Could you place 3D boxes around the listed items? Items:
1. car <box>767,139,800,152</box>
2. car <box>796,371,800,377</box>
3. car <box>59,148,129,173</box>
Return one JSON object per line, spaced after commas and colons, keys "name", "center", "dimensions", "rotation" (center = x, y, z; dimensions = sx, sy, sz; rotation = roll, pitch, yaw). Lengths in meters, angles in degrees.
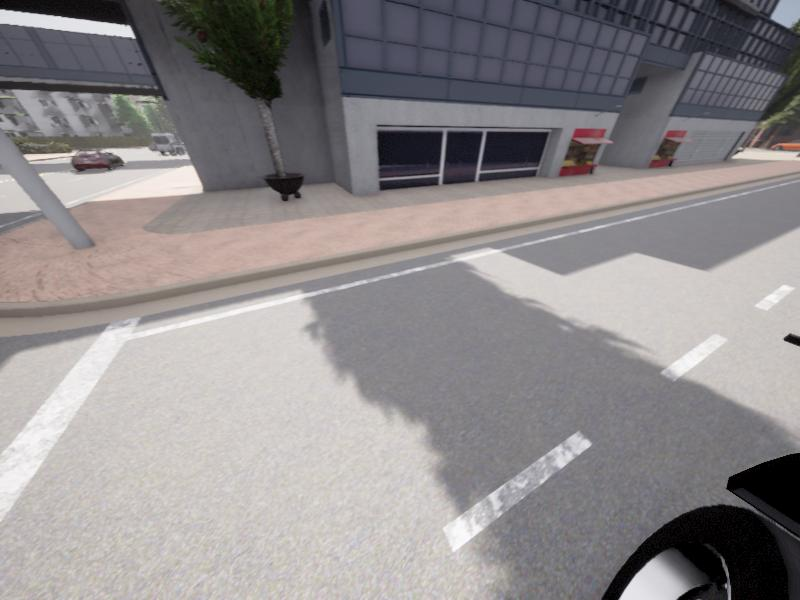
{"name": "car", "center": [66.913, -26.165, 39.057], "dimensions": [2.097, 1.767, 4.553], "rotation": [-16, 38, -21]}
{"name": "car", "center": [7.109, 0.197, 2.155], "dimensions": [4.611, 1.667, 2.242], "rotation": [-16, 38, -21]}
{"name": "car", "center": [-24.236, -11.282, 18.525], "dimensions": [1.994, 1.385, 4.181], "rotation": [-19, 40, -25]}
